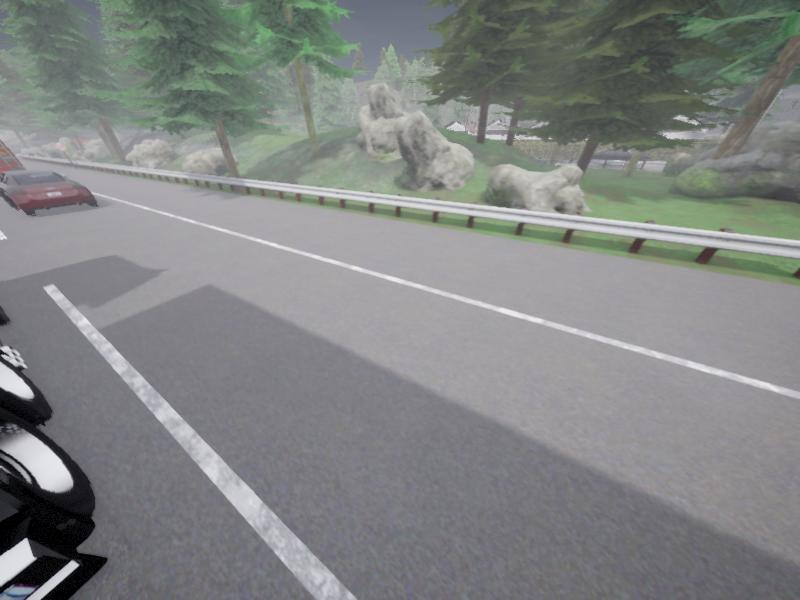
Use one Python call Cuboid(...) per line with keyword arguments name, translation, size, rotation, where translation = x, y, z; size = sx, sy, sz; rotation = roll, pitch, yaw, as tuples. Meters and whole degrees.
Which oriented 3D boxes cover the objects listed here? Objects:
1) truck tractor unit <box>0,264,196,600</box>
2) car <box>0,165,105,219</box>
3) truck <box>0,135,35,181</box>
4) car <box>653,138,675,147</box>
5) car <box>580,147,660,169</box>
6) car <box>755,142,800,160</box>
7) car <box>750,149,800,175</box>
Cuboid(name="truck tractor unit", translation=(-5.109, -0.303, 0.784), size=(6.516, 4.208, 3.053), rotation=(18, 39, 24))
Cuboid(name="car", translation=(-14.747, -4.584, 9.512), size=(4.181, 1.385, 1.994), rotation=(18, 39, 25))
Cuboid(name="truck", translation=(-31.694, -11.120, 16.898), size=(8.468, 3.827, 2.891), rotation=(18, 39, 24))
Cuboid(name="car", translation=(71.091, -42.529, 62.347), size=(2.150, 2.045, 5.566), rotation=(18, 39, 24))
Cuboid(name="car", translation=(20.078, -13.218, 21.462), size=(5.008, 1.535, 1.882), rotation=(18, 39, 25))
Cuboid(name="car", translation=(47.298, -18.372, 28.323), size=(2.242, 1.667, 4.611), rotation=(19, 39, 23))
Cuboid(name="car", translation=(30.098, -9.955, 16.629), size=(4.792, 1.488, 2.163), rotation=(16, 38, 26))
